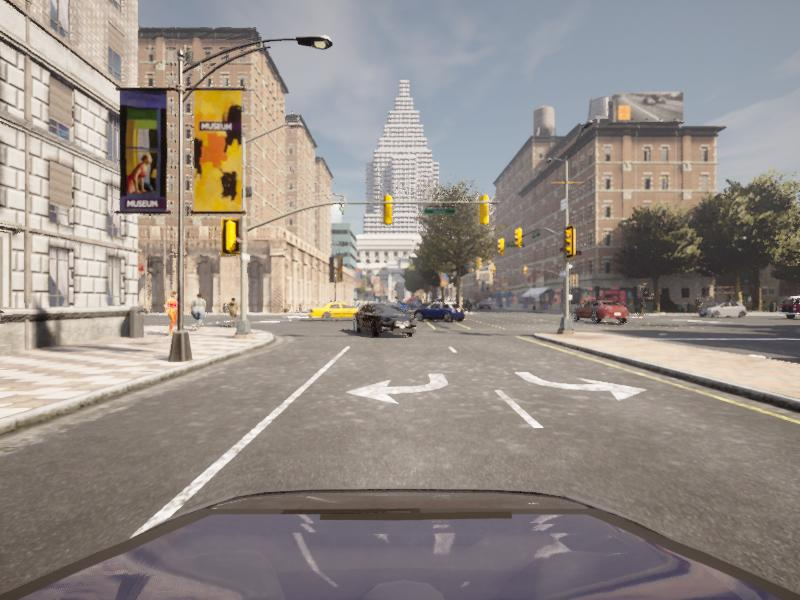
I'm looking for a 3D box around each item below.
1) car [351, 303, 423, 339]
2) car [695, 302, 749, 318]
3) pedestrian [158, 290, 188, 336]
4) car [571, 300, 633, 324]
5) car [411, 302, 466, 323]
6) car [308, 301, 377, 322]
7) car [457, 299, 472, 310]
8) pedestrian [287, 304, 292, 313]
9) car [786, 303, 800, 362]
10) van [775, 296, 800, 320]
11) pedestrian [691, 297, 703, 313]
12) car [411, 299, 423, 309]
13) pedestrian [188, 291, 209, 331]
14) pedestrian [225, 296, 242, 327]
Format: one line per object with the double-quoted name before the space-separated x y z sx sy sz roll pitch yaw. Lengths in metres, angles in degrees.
"car" -0.791 0.890 18.935 1.837 1.490 4.892 2 -1 -22
"car" 30.537 0.915 37.995 3.633 1.501 1.845 0 0 0
"pedestrian" -9.409 0.524 16.591 0.751 1.860 0.751 0 0 23
"car" 14.942 0.850 29.965 2.152 1.651 5.027 0 0 0
"car" 2.938 0.925 30.826 3.806 1.475 1.970 0 0 36
"car" -4.656 0.877 32.391 5.366 1.575 1.801 0 0 -14
"car" 11.371 0.816 70.713 1.932 1.855 4.605 0 0 0
"pedestrian" -12.643 0.970 45.723 0.500 1.100 0.500 0 0 -5
"car" 11.475 0.850 8.577 2.007 1.525 4.514 0 0 0
"van" 35.613 0.652 34.532 4.480 2.038 2.069 0 0 0
"pedestrian" 34.992 0.594 47.151 0.751 1.860 0.751 0 0 -6
"car" 3.354 0.755 79.992 2.150 2.045 5.566 0 0 0
"pedestrian" -9.703 0.530 19.269 0.751 1.860 0.751 0 0 -12
"pedestrian" -10.322 0.695 24.816 0.751 1.860 0.751 0 0 -1
